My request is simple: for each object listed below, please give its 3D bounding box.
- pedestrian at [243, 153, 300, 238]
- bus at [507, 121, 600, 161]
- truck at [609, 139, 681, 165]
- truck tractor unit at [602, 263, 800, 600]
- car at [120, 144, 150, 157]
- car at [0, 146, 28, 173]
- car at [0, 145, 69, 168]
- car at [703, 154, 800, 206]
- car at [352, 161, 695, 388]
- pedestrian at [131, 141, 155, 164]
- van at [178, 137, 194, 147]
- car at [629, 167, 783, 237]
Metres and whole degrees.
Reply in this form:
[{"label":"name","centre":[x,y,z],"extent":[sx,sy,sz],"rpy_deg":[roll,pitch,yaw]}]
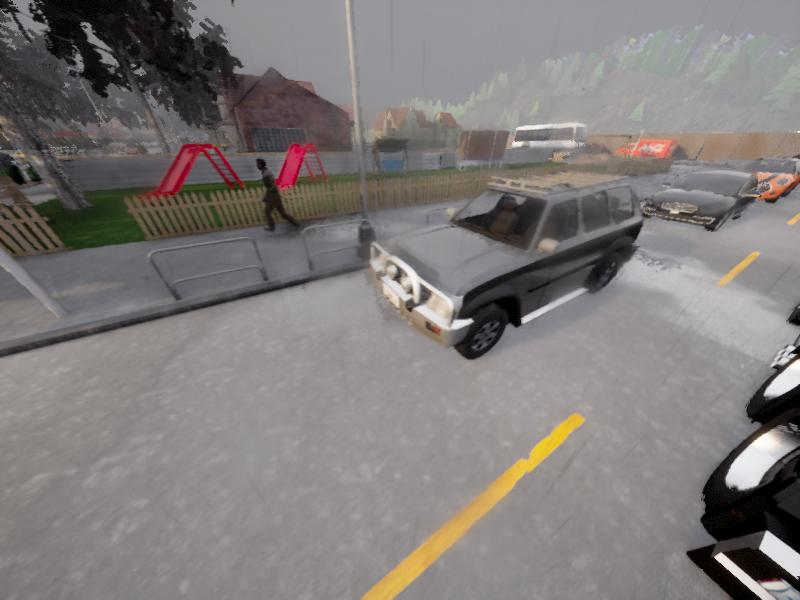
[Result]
[{"label":"pedestrian","centre":[-3.316,-2.715,6.040],"extent":[0.751,1.860,0.751],"rpy_deg":[-18,39,-24]},{"label":"bus","centre":[22.092,-23.577,34.490],"extent":[3.944,4.253,10.273],"rpy_deg":[-18,37,-24]},{"label":"truck","centre":[30.665,-18.762,29.198],"extent":[2.627,2.467,5.204],"rpy_deg":[-18,39,-24]},{"label":"truck tractor unit","centre":[5.112,-0.297,0.792],"extent":[6.516,4.208,3.053],"rpy_deg":[-18,39,-24]},{"label":"car","centre":[-39.482,-22.409,34.513],"extent":[1.845,1.501,3.633],"rpy_deg":[-18,39,-24]},{"label":"car","centre":[-32.058,-10.536,17.421],"extent":[2.152,1.651,5.027],"rpy_deg":[-18,39,-24]},{"label":"car","centre":[-35.657,-14.081,22.523],"extent":[1.801,1.575,5.366],"rpy_deg":[-18,39,-24]},{"label":"car","centre":[17.745,-6.024,11.310],"extent":[4.553,1.767,2.097],"rpy_deg":[-18,39,-24]},{"label":"car","centre":[1.882,-0.927,3.714],"extent":[4.605,1.855,1.932],"rpy_deg":[-20,39,-23]},{"label":"pedestrian","centre":[-25.092,-14.398,22.621],"extent":[0.751,1.860,0.751],"rpy_deg":[-18,39,-25]},{"label":"van","centre":[-64.423,-47.562,69.529],"extent":[1.988,2.561,5.915],"rpy_deg":[-18,39,-24]},{"label":"car","centre":[10.541,-3.572,7.970],"extent":[4.892,1.490,1.837],"rpy_deg":[-18,39,-25]}]
